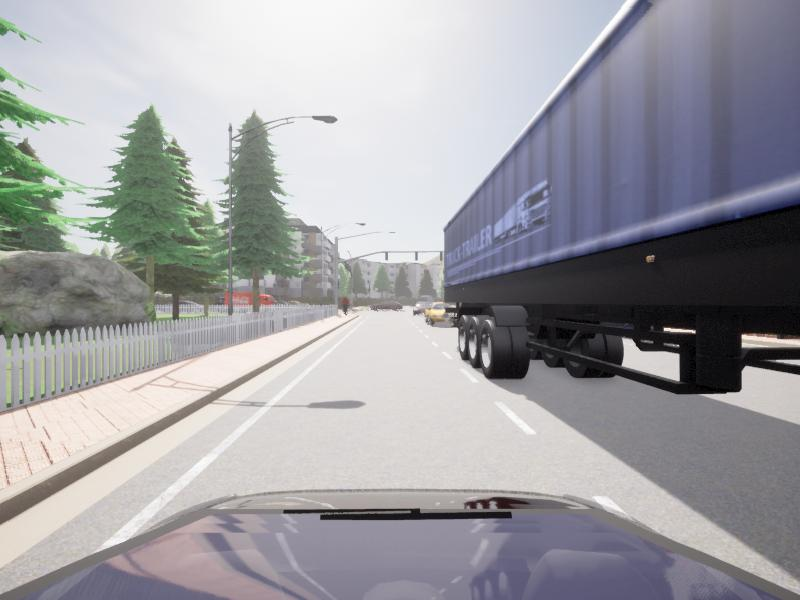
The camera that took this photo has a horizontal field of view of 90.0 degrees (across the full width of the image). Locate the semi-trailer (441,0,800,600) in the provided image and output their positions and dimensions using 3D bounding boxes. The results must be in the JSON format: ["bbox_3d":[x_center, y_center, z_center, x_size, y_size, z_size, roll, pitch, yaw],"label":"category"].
[{"bbox_3d":[3.062,-0.618,6.799,2.717,4.402,14.254,0,0,-2],"label":"semi-trailer"}]

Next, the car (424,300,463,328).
[{"bbox_3d":[2.650,0.801,25.599,1.801,1.575,5.366,0,0,-2],"label":"car"}]

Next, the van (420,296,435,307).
[{"bbox_3d":[6.336,0.301,91.546,1.988,2.561,5.915,0,0,20],"label":"van"}]

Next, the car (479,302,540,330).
[{"bbox_3d":[6.233,0.851,23.454,2.163,1.488,4.792,0,0,-2],"label":"car"}]

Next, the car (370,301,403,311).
[{"bbox_3d":[-1.902,0.870,56.732,4.674,1.442,1.812,0,0,0],"label":"car"}]

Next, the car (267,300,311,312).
[{"bbox_3d":[-14.656,0.801,53.154,5.366,1.575,1.801,0,0,0],"label":"car"}]

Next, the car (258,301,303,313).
[{"bbox_3d":[-14.752,0.836,49.654,4.902,1.511,2.128,0,0,0],"label":"car"}]

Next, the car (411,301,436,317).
[{"bbox_3d":[2.444,0.851,40.526,2.163,1.488,4.792,0,0,8],"label":"car"}]

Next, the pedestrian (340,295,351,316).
[{"bbox_3d":[-4.862,0.487,35.767,0.751,1.860,0.751,0,0,12],"label":"pedestrian"}]

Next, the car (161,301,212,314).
[{"bbox_3d":[-24.545,0.845,46.090,4.892,1.490,1.837,0,0,0],"label":"car"}]

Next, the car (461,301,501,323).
[{"bbox_3d":[6.005,0.823,30.287,1.882,1.535,5.008,0,0,-2],"label":"car"}]

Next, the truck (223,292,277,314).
[{"bbox_3d":[-17.188,0.357,46.139,5.204,2.467,2.627,0,0,0],"label":"truck"}]
